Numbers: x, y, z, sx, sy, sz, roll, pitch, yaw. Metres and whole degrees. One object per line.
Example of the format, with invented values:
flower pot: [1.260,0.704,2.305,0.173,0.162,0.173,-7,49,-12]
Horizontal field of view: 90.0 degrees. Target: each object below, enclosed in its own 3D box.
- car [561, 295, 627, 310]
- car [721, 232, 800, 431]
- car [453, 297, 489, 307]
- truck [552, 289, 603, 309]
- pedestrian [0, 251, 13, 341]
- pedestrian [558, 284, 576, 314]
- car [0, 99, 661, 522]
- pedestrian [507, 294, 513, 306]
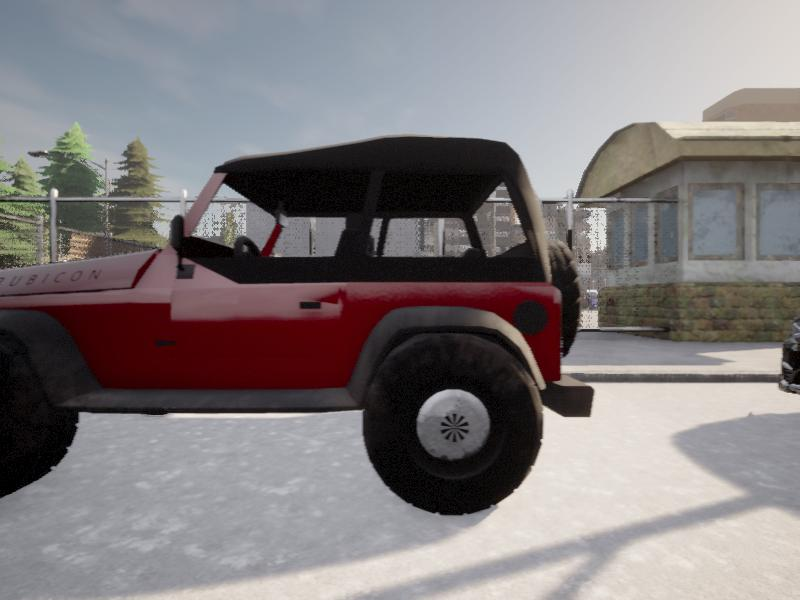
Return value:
car: [18.517,0.228,38.388,5.357,1.415,2.033,0,0,0]
car: [5.486,0.239,2.717,4.902,1.511,2.128,0,0,0]
car: [9.917,0.275,56.258,4.674,1.442,1.812,0,0,0]
truck: [18.687,-0.084,42.348,4.478,2.038,2.069,0,0,0]
pedestrian: [-8.646,-0.081,8.176,0.751,1.860,0.751,0,0,3]
pedestrian: [10.569,-0.058,25.264,0.751,1.860,0.751,0,0,-13]
car: [-0.773,0.045,2.729,3.866,1.878,1.905,0,0,0]
pedestrian: [17.556,-0.057,63.706,0.751,1.860,0.751,0,0,-1]
